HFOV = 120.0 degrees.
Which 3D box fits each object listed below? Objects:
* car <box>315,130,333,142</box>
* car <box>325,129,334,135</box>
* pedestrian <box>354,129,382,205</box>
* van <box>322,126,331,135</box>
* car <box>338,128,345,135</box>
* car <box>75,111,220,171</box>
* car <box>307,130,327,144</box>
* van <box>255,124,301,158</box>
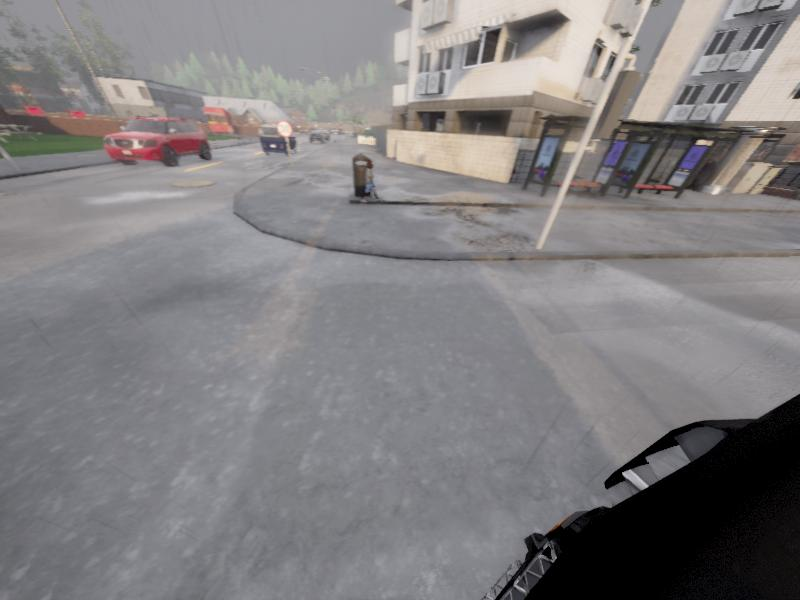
[{"bbox_3d":[-13.239,-28.769,40.445,2.163,1.488,4.792,-2,37,-8],"label":"car"},{"bbox_3d":[-23.450,-56.126,76.974,2.033,1.411,5.357,-2,37,-8],"label":"car"},{"bbox_3d":[-0.913,-3.947,6.929,0.751,1.860,0.751,0,36,-5],"label":"pedestrian"},{"bbox_3d":[-22.316,-51.441,70.182,1.775,1.987,4.442,-2,37,-8],"label":"van"},{"bbox_3d":[-19.119,-54.883,75.272,1.905,1.878,3.866,-2,37,-8],"label":"car"},{"bbox_3d":[-12.564,-8.512,12.345,2.150,2.045,5.566,-2,36,-8],"label":"car"},{"bbox_3d":[-12.161,-24.030,34.055,1.837,1.490,4.892,-2,37,-8],"label":"car"},{"bbox_3d":[-9.534,-12.761,18.473,1.775,1.987,4.442,-2,37,-8],"label":"van"}]
